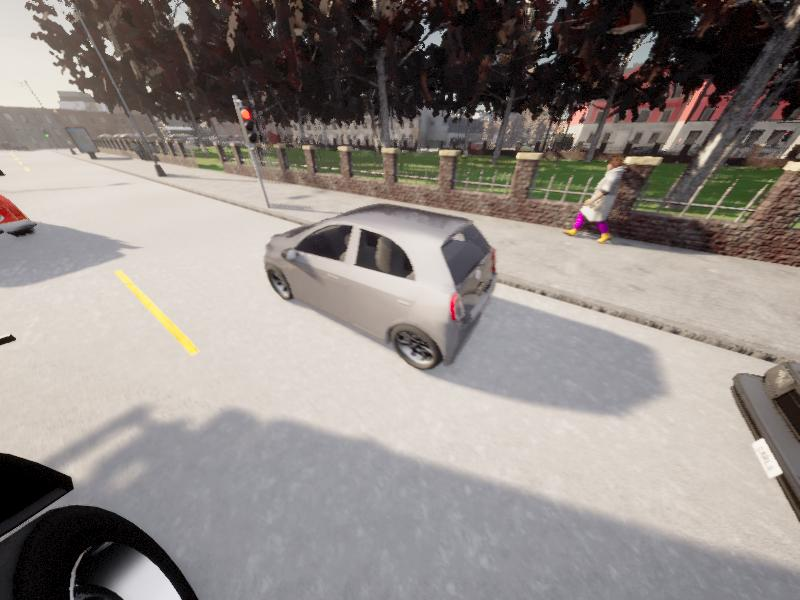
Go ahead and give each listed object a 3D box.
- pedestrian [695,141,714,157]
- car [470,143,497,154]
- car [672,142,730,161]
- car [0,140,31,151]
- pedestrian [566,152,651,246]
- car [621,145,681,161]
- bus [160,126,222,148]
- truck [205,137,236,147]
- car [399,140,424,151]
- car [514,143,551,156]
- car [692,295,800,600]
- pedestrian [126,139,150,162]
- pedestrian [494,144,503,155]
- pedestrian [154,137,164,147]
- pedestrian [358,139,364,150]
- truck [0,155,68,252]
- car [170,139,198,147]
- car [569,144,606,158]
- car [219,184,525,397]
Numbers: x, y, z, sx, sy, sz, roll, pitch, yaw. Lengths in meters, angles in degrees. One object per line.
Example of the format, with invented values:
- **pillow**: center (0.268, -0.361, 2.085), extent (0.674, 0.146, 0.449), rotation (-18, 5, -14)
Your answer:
- **pedestrian**: center (43.095, -21.325, 32.677), extent (0.751, 1.860, 0.751), rotation (24, 42, 30)
- **car**: center (14.465, -26.238, 39.975), extent (3.806, 1.475, 1.970), rotation (22, 41, 28)
- **car**: center (38.806, -19.297, 29.962), extent (3.866, 1.878, 1.905), rotation (22, 41, 28)
- **car**: center (-68.347, -27.271, 40.733), extent (3.633, 1.501, 1.845), rotation (10, 36, 13)
- **pedestrian**: center (4.769, -2.351, 5.450), extent (0.751, 1.860, 0.751), rotation (22, 40, 27)
- **car**: center (32.217, -19.019, 29.859), extent (4.892, 1.490, 1.837), rotation (22, 40, 27)
- **bus**: center (-52.842, -41.397, 58.909), extent (3.944, 4.253, 10.273), rotation (22, 41, 28)
- **truck**: center (-51.623, -45.498, 66.437), extent (2.390, 2.098, 6.274), rotation (22, 41, 28)
- **car**: center (2.261, -31.367, 46.807), extent (4.605, 1.855, 1.932), rotation (22, 40, 28)
- **car**: center (20.812, -23.676, 36.348), extent (4.514, 1.525, 2.007), rotation (22, 41, 28)
- **car**: center (4.938, 1.734, 0.283), extent (5.357, 1.411, 2.033), rotation (22, 40, 27)
- **pedestrian**: center (-26.103, -14.933, 23.055), extent (0.751, 1.860, 0.751), rotation (22, 41, 28)
- **pedestrian**: center (14.855, -22.731, 34.931), extent (0.751, 1.300, 0.751), rotation (22, 41, 28)
- **pedestrian**: center (-53.601, -35.058, 51.373), extent (0.751, 1.860, 0.751), rotation (22, 41, 28)
- **pedestrian**: center (-8.072, -32.307, 47.850), extent (0.751, 1.860, 0.751), rotation (22, 41, 28)
- **truck**: center (-11.923, -2.668, 5.450), extent (5.204, 2.467, 2.627), rotation (15, 37, 19)
- **car**: center (-56.617, -41.255, 60.660), extent (1.882, 1.535, 5.008), rotation (22, 41, 28)
- **car**: center (26.703, -21.289, 32.984), extent (3.705, 1.549, 1.789), rotation (22, 41, 28)
- **car**: center (-0.494, -0.613, 3.451), extent (3.633, 1.501, 1.845), rotation (21, 40, 27)
